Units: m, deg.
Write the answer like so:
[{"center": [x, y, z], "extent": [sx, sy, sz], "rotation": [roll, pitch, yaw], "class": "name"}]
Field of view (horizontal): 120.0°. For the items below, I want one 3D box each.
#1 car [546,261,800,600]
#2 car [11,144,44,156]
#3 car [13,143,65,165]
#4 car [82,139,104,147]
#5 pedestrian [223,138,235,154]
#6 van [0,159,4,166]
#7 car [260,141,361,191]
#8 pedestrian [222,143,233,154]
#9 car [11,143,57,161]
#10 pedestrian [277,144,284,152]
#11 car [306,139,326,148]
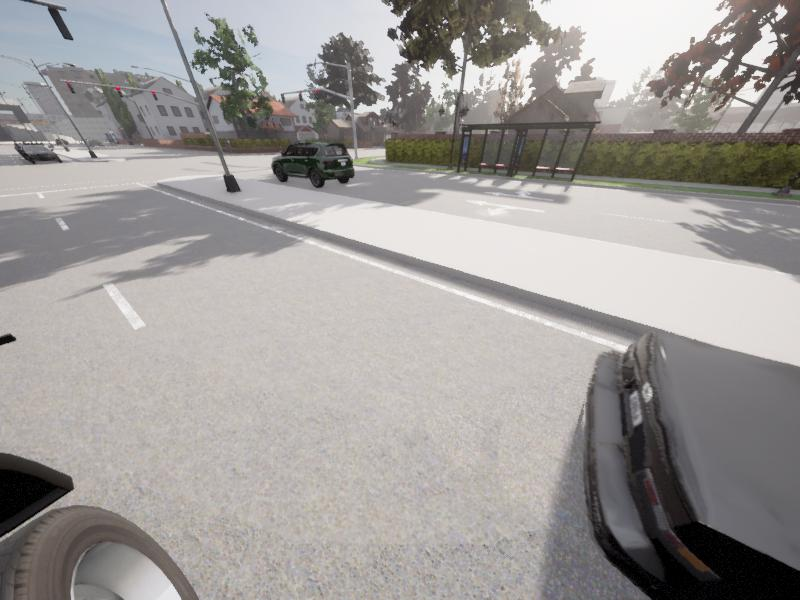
[{"center": [3.677, 1.612, 0.442], "extent": [5.357, 1.411, 2.033], "rotation": [22, 41, 28], "class": "car"}, {"center": [-52.348, -21.132, 32.428], "extent": [4.718, 1.301, 1.895], "rotation": [22, 41, 28], "class": "car"}, {"center": [-35.941, -14.625, 23.005], "extent": [5.238, 1.638, 1.930], "rotation": [22, 40, 27], "class": "car"}, {"center": [-76.432, -39.145, 57.550], "extent": [5.027, 1.651, 2.152], "rotation": [22, 41, 28], "class": "car"}, {"center": [-24.855, -22.382, 33.608], "extent": [0.751, 1.860, 0.751], "rotation": [-29, 45, -35], "class": "pedestrian"}, {"center": [-38.045, -13.160, 20.563], "extent": [4.480, 2.038, 2.069], "rotation": [22, 41, 28], "class": "van"}, {"center": [-5.125, -7.862, 13.265], "extent": [5.566, 2.045, 2.150], "rotation": [22, 41, 28], "class": "car"}, {"center": [-25.344, -22.332, 34.022], "extent": [0.751, 1.300, 0.751], "rotation": [-9, 36, -13], "class": "pedestrian"}, {"center": [-41.753, -16.899, 26.331], "extent": [4.792, 1.488, 2.163], "rotation": [22, 41, 28], "class": "car"}, {"center": [-19.444, -24.685, 37.577], "extent": [0.500, 1.100, 0.500], "rotation": [21, 40, 26], "class": "pedestrian"}, {"center": [-18.301, -34.305, 50.615], "extent": [3.806, 1.475, 1.970], "rotation": [22, 41, 28], "class": "car"}]
